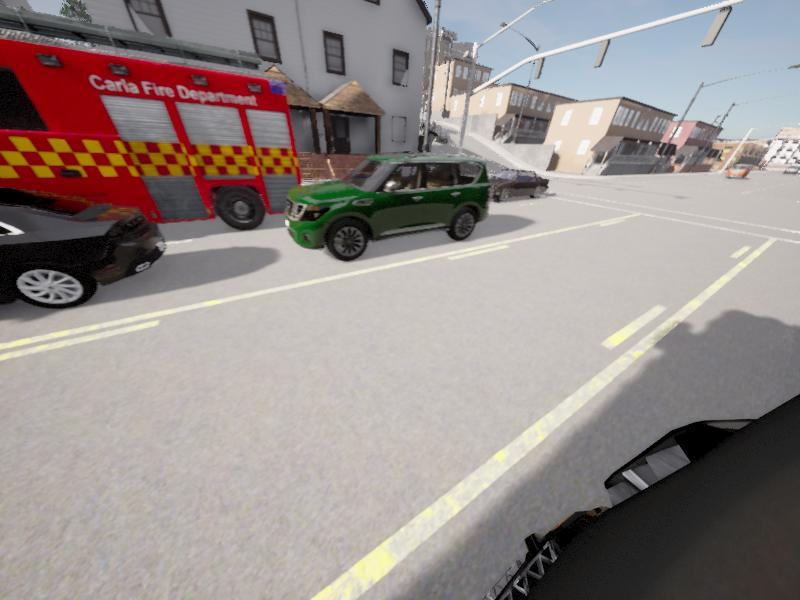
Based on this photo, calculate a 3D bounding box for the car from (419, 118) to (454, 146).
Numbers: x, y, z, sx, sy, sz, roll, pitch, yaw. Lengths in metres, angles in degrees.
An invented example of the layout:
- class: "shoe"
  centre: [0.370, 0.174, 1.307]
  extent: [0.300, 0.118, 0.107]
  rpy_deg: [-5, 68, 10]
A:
- class: "car"
  centre: [4.806, -22.789, 31.287]
  extent: [1.882, 1.535, 5.008]
  rpy_deg: [-16, 57, -27]

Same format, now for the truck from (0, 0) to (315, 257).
- class: "truck"
  centre: [-7.006, -3.634, 5.429]
  extent: [8.468, 3.827, 2.891]
  rpy_deg: [-16, 38, -26]

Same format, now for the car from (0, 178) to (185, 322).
- class: "car"
  centre: [-6.431, -0.603, 3.019]
  extent: [4.892, 1.490, 1.837]
  rpy_deg: [-16, 38, -26]

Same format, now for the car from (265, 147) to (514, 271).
- class: "car"
  centre: [-0.042, -2.654, 6.068]
  extent: [5.566, 2.045, 2.150]
  rpy_deg: [-16, 38, -26]

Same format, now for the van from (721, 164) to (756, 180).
- class: "van"
  centre: [52.472, -19.865, 35.800]
  extent: [4.442, 1.987, 1.775]
  rpy_deg: [-16, 38, -26]

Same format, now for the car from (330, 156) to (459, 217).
- class: "car"
  centre: [-0.166, -4.752, 9.439]
  extent: [4.553, 1.767, 2.097]
  rpy_deg: [-16, 38, -26]

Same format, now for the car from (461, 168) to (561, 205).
- class: "car"
  centre: [6.158, -6.410, 12.756]
  extent: [5.357, 1.411, 2.033]
  rpy_deg: [-18, 39, -28]
